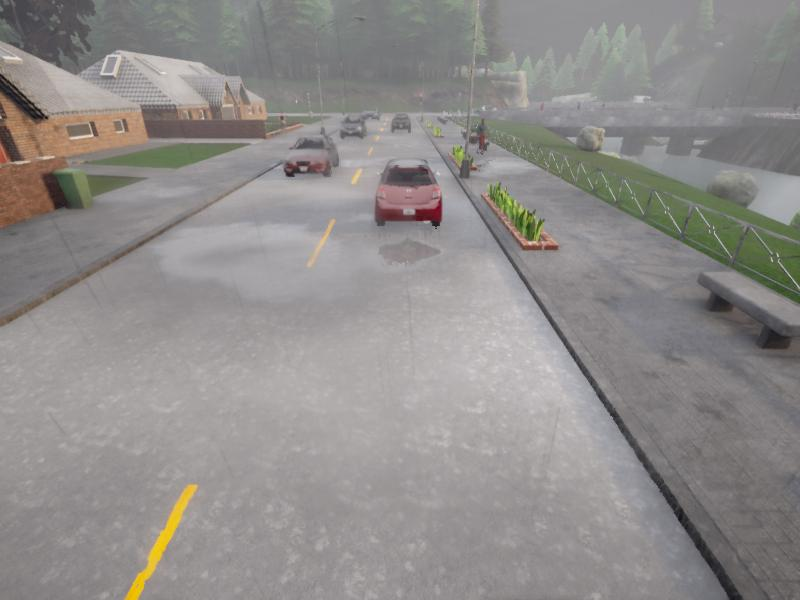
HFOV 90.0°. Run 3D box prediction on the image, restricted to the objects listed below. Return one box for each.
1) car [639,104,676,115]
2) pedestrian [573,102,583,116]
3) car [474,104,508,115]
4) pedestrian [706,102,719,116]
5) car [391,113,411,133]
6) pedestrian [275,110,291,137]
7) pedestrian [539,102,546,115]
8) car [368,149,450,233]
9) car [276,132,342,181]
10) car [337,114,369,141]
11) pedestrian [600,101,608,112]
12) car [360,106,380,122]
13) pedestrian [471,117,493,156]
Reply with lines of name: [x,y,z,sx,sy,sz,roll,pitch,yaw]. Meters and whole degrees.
car: [44.449,-32.970,69.085,4.611,1.667,2.242,0,27,0]
pedestrian: [27.505,-29.547,61.802,0.751,1.860,0.751,-3,27,-6]
car: [14.867,-31.149,65.475,4.974,1.542,2.038,0,27,0]
pedestrian: [47.726,-29.189,61.087,0.751,1.860,0.751,-3,27,-6]
car: [0.147,-16.468,37.069,1.816,1.474,4.193,1,27,1]
pedestrian: [-8.884,-13.425,30.450,0.751,1.860,0.751,0,27,-1]
pedestrian: [22.303,-29.967,62.626,0.751,1.860,0.751,3,27,7]
car: [0.218,-3.139,11.057,1.845,1.501,3.633,0,27,0]
car: [-3.728,-6.264,17.204,1.816,1.474,4.193,0,27,0]
car: [-3.554,-13.376,30.908,1.851,1.617,3.988,1,27,1]
pedestrian: [36.722,-34.835,72.088,0.751,1.860,0.751,0,27,-1]
car: [-3.762,-24.026,51.577,2.242,1.667,4.611,0,27,-1]
pedestrian: [4.299,-8.580,21.003,0.751,1.860,0.751,-6,28,-12]
